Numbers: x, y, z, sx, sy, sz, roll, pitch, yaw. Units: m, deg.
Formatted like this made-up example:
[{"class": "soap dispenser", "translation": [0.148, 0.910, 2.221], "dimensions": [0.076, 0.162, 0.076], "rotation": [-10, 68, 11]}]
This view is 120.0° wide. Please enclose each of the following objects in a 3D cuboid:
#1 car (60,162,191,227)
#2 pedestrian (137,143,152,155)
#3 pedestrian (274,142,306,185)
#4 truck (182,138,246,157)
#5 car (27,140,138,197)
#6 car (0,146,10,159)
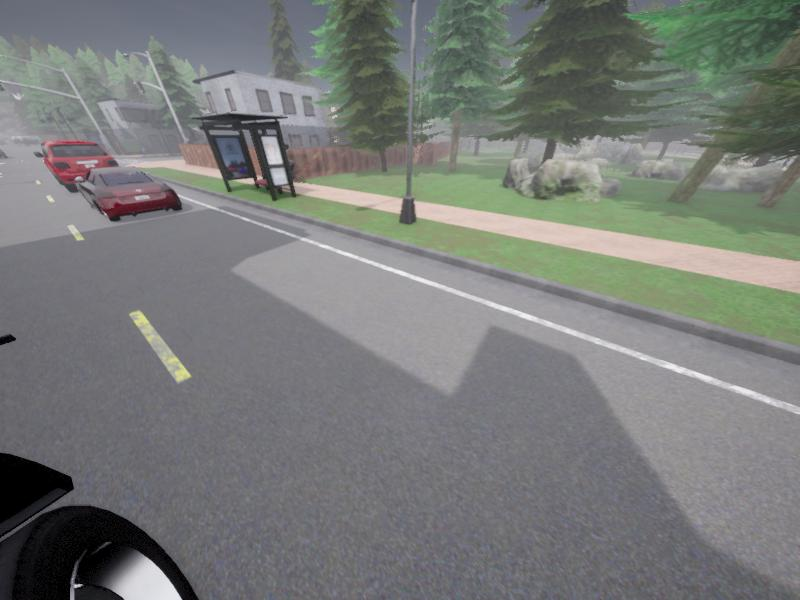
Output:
[{"class": "car", "translation": [-9.832, -3.967, 8.285], "dimensions": [4.181, 1.385, 1.994], "rotation": [23, 41, 28]}, {"class": "pedestrian", "translation": [-33.770, -19.950, 30.511], "dimensions": [0.751, 1.300, 0.751], "rotation": [23, 41, 29]}, {"class": "pedestrian", "translation": [-5.646, -7.057, 11.982], "dimensions": [0.751, 1.860, 0.751], "rotation": [10, 36, 14]}, {"class": "truck", "translation": [-25.473, -21.273, 32.081], "dimensions": [2.390, 2.098, 6.274], "rotation": [17, 38, 22]}, {"class": "car", "translation": [-16.335, -6.947, 11.873], "dimensions": [5.566, 2.045, 2.150], "rotation": [23, 41, 28]}, {"class": "car", "translation": [-47.627, -17.200, 26.756], "dimensions": [4.181, 1.385, 1.994], "rotation": [23, 41, 28]}]
